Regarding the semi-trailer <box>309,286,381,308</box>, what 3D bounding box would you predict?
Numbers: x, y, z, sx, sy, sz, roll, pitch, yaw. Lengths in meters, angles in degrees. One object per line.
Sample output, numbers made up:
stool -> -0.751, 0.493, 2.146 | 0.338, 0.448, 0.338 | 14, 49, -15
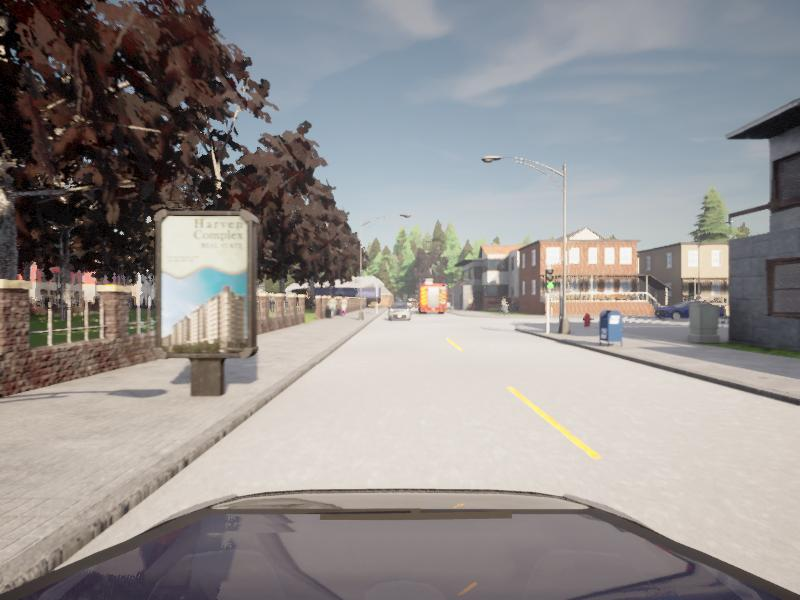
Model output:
semi-trailer -> -11.075, -0.606, 80.712 | 14.254, 4.402, 2.717 | 0, 0, 10

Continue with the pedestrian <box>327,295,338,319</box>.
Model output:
pedestrian -> -5.393, 0.539, 31.952 | 0.751, 1.860, 0.751 | 0, 0, 0

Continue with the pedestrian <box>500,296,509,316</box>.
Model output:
pedestrian -> 9.887, 0.531, 37.947 | 0.751, 1.860, 0.751 | 0, 0, 13

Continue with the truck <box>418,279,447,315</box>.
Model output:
truck -> 3.694, -0.313, 47.190 | 2.891, 3.827, 8.468 | 0, 0, 1

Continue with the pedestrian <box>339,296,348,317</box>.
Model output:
pedestrian -> -5.033, 0.539, 35.544 | 0.751, 1.860, 0.751 | 0, 0, -9

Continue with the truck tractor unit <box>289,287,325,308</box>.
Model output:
truck tractor unit -> -18.909, -0.484, 81.709 | 6.516, 4.208, 3.053 | 0, 0, 0

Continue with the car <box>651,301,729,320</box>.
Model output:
car -> 23.375, 0.829, 32.383 | 5.008, 1.535, 1.882 | 0, 0, 0

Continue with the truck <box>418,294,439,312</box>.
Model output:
truck -> 3.948, 0.367, 56.160 | 2.627, 2.467, 5.204 | 0, 0, 0

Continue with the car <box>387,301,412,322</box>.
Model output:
car -> -0.036, 0.830, 30.485 | 1.845, 1.501, 3.633 | 0, 0, 0

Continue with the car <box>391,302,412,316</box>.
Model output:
car -> 0.070, 0.902, 43.615 | 2.033, 1.411, 5.357 | 0, 0, -3
